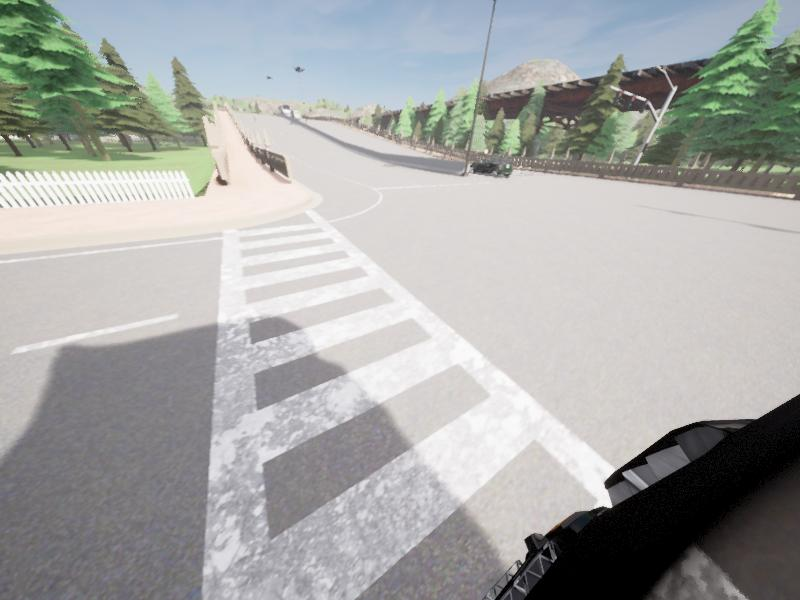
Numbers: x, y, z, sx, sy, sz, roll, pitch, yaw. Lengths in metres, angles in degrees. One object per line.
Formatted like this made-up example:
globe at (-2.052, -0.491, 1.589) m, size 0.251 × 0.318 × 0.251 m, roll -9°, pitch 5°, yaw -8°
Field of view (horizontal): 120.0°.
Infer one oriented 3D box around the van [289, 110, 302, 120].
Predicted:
van at (-37.031, -65.710, 81.890) m, size 2.351 × 2.431 × 6.366 m, roll -17°, pitch 43°, yaw -27°

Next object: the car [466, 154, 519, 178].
car at (9.348, -13.940, 23.929) m, size 2.097 × 1.767 × 4.553 m, roll -17°, pitch 38°, yaw -26°
